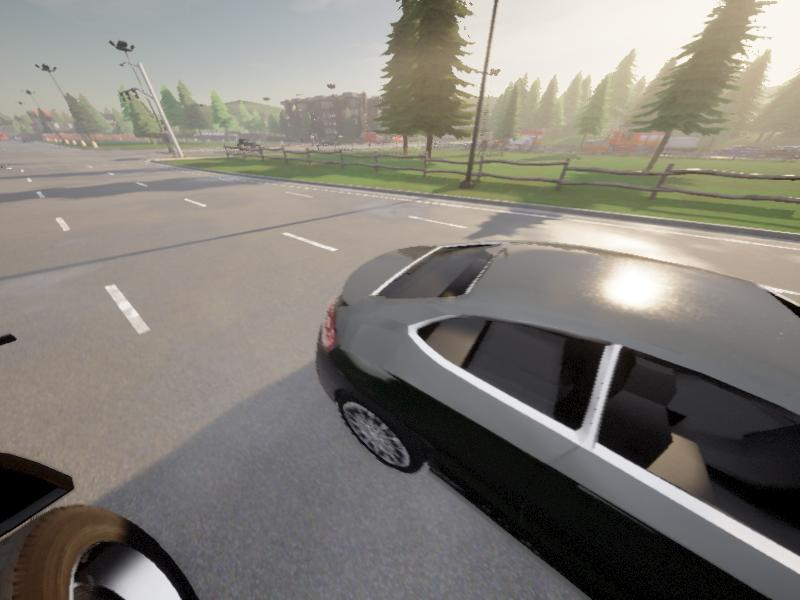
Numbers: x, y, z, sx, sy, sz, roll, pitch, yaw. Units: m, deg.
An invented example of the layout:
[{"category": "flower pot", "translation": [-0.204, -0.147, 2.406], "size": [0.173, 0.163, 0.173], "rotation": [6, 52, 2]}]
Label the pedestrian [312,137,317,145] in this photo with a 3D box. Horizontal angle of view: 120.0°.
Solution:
[{"category": "pedestrian", "translation": [-26.559, -49.473, 71.812], "size": [0.751, 1.860, 0.751], "rotation": [22, 41, 28]}]

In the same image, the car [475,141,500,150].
[{"category": "car", "translation": [20.862, -37.038, 55.176], "size": [5.027, 1.651, 2.152], "rotation": [22, 41, 28]}]

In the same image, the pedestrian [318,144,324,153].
[{"category": "pedestrian", "translation": [-12.354, -23.841, 36.298], "size": [0.500, 1.100, 0.500], "rotation": [25, 42, 31]}]

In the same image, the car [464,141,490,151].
[{"category": "car", "translation": [16.811, -33.768, 50.501], "size": [4.856, 1.649, 2.033], "rotation": [22, 41, 28]}]

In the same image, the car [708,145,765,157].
[{"category": "car", "translation": [53.101, -23.643, 36.601], "size": [4.514, 1.525, 2.007], "rotation": [18, 39, 25]}]

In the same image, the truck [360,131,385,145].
[{"category": "truck", "translation": [-9.618, -57.061, 81.326], "size": [8.468, 3.827, 2.891], "rotation": [-24, 42, -31]}]

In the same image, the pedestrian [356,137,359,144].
[{"category": "pedestrian", "translation": [-15.541, -58.148, 84.211], "size": [0.751, 1.860, 0.751], "rotation": [22, 41, 28]}]

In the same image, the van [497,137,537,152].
[{"category": "van", "translation": [23.390, -31.389, 46.499], "size": [6.366, 2.431, 2.351], "rotation": [22, 41, 28]}]

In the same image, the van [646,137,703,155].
[{"category": "van", "translation": [49.524, -28.104, 41.968], "size": [5.915, 2.561, 1.988], "rotation": [22, 41, 28]}]

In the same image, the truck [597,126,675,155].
[{"category": "truck", "translation": [40.144, -27.539, 39.990], "size": [8.468, 3.827, 2.891], "rotation": [22, 41, 28]}]

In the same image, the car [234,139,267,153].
[{"category": "car", "translation": [-24.764, -25.695, 38.423], "size": [1.905, 1.878, 3.866], "rotation": [23, 41, 28]}]

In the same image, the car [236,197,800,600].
[{"category": "car", "translation": [1.633, 0.702, 1.520], "size": [5.027, 1.651, 2.152], "rotation": [22, 40, 27]}]

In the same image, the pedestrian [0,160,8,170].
[{"category": "pedestrian", "translation": [-30.932, -10.820, 17.274], "size": [0.751, 1.860, 0.751], "rotation": [18, 39, 24]}]

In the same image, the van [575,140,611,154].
[{"category": "van", "translation": [33.833, -26.910, 40.631], "size": [4.442, 1.987, 1.775], "rotation": [22, 41, 28]}]

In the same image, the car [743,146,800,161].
[{"category": "car", "translation": [50.793, -19.719, 31.049], "size": [4.892, 1.490, 1.837], "rotation": [23, 41, 28]}]

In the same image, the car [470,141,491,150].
[{"category": "car", "translation": [18.512, -35.533, 53.033], "size": [3.988, 1.617, 1.851], "rotation": [22, 41, 28]}]

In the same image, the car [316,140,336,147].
[{"category": "car", "translation": [-19.452, -41.173, 60.739], "size": [1.837, 1.490, 4.892], "rotation": [23, 41, 28]}]

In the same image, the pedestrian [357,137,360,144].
[{"category": "pedestrian", "translation": [-15.144, -58.456, 84.651], "size": [0.751, 1.860, 0.751], "rotation": [11, 36, 14]}]

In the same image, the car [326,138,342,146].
[{"category": "car", "translation": [-18.925, -45.209, 66.144], "size": [1.905, 1.878, 3.866], "rotation": [23, 41, 28]}]

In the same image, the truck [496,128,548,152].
[{"category": "truck", "translation": [25.396, -33.608, 48.452], "size": [8.468, 3.827, 2.891], "rotation": [22, 41, 28]}]

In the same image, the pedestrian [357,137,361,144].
[{"category": "pedestrian", "translation": [-14.981, -57.975, 83.970], "size": [0.751, 1.860, 0.751], "rotation": [28, 44, 33]}]
